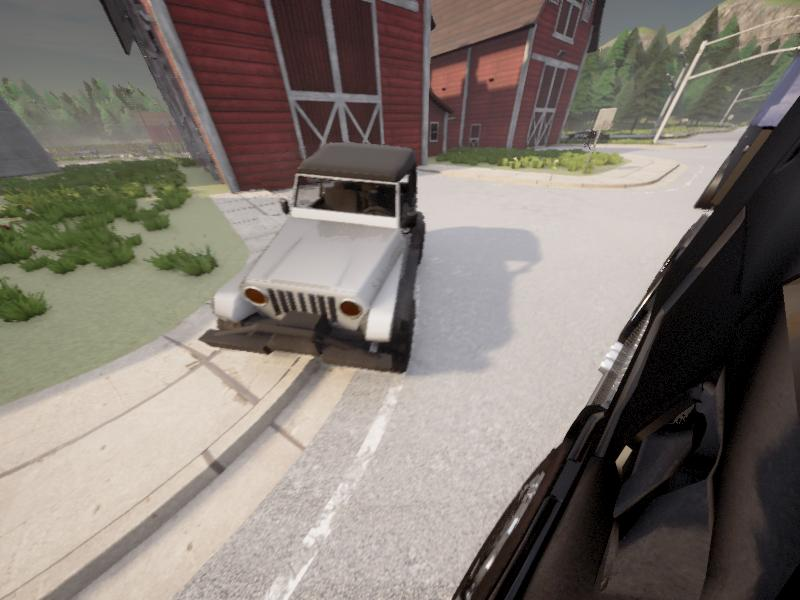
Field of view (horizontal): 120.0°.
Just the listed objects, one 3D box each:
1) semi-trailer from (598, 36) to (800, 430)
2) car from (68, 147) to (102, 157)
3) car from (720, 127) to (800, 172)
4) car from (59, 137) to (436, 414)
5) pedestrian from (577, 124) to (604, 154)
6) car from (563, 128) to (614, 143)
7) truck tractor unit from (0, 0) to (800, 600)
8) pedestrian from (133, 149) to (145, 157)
[{"bbox_3d":[8.708,-3.529,4.316,14.254,4.402,2.717,-27,43,-31],"label":"semi-trailer"},{"bbox_3d":[-80.207,-37.665,58.862,4.605,1.855,1.932,-27,43,-30],"label":"car"},{"bbox_3d":[19.971,-8.322,12.619,4.611,1.667,2.242,-28,43,-30],"label":"car"},{"bbox_3d":[-0.615,-0.934,3.219,1.905,1.878,3.866,7,39,4],"label":"car"},{"bbox_3d":[14.873,-12.561,18.091,0.751,1.860,0.751,-18,39,-20],"label":"pedestrian"},{"bbox_3d":[27.523,-24.060,33.902,1.930,1.638,5.238,-27,43,-30],"label":"car"},{"bbox_3d":[2.645,-0.295,0.351,6.516,4.208,3.053,-28,44,-30],"label":"truck tractor unit"},{"bbox_3d":[-48.569,-27.372,42.993,0.751,1.300,0.751,-23,41,-25],"label":"pedestrian"}]
